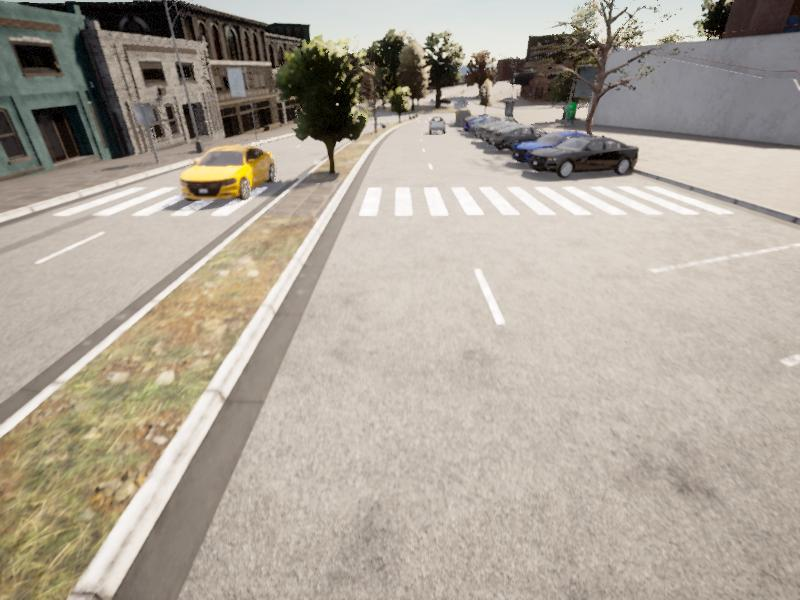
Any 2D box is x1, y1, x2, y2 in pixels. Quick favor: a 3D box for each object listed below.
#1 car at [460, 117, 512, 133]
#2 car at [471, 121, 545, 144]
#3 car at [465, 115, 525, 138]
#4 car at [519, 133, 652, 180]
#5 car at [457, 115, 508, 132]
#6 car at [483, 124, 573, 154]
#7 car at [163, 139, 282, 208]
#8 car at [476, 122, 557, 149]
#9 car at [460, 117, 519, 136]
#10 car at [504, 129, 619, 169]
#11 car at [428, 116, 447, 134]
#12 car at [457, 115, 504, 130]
[{"bbox_3d":[8.856,-18.103,41.413,4.674,1.452,2.002,-6,27,-14],"label":"car"},{"bbox_3d":[8.244,-12.937,30.814,4.892,1.521,2.231,-7,27,-16],"label":"car"},{"bbox_3d":[8.530,-15.657,36.058,4.553,1.767,2.185,-7,27,-15],"label":"car"},{"bbox_3d":[8.075,-6.380,17.558,5.008,1.535,2.097,-9,28,-18],"label":"car"},{"bbox_3d":[9.066,-19.437,44.046,4.892,1.521,2.231,-6,27,-14],"label":"car"},{"bbox_3d":[8.106,-10.320,25.511,4.892,1.521,2.231,-8,27,-17],"label":"car"},{"bbox_3d":[-5.889,-4.634,14.113,1.882,1.535,5.008,0,27,0],"label":"car"},{"bbox_3d":[8.162,-11.630,28.164,4.892,1.521,2.231,-8,27,-17],"label":"car"},{"bbox_3d":[8.656,-16.843,38.753,5.008,1.535,2.097,-6,27,-15],"label":"car"},{"bbox_3d":[8.079,-7.698,20.211,5.008,1.535,2.097,-8,28,-18],"label":"car"},{"bbox_3d":[3.872,-18.241,41.596,1.845,1.501,3.633,2,26,3],"label":"car"},{"bbox_3d":[9.350,-20.709,46.711,4.792,1.488,2.163,-6,27,-14],"label":"car"}]
